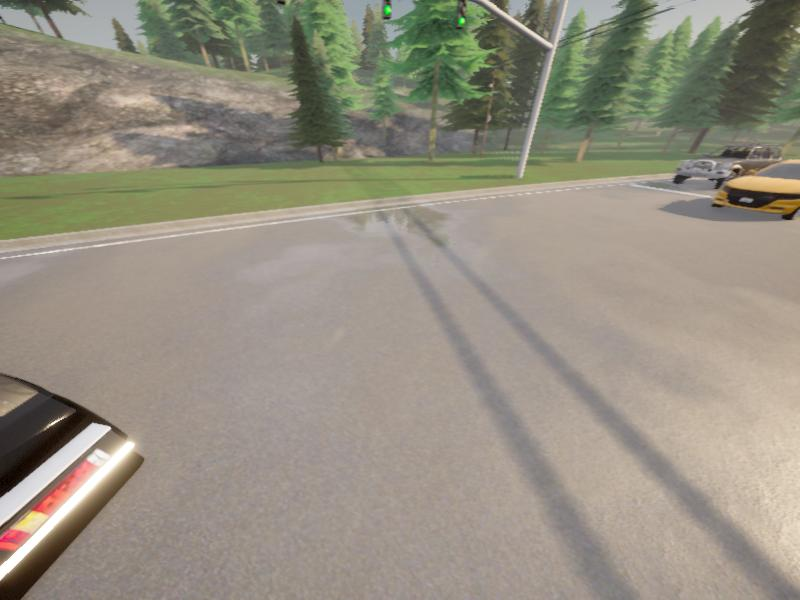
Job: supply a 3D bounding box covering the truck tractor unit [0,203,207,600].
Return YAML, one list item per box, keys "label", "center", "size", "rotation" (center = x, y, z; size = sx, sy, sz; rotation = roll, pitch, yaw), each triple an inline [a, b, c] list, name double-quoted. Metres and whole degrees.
- label: "truck tractor unit"
  center: [-5.355, 0.109, 0.210]
  size: [6.516, 4.208, 3.053]
  rotation: [4, 36, 7]

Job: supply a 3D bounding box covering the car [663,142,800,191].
- label: "car"
  center: [16.476, -6.751, 11.522]
  size: [4.605, 1.855, 1.932]
  rotation: [-10, 36, -14]

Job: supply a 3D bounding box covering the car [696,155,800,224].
- label: "car"
  center: [13.451, -3.903, 7.857]
  size: [5.008, 1.535, 1.882]
  rotation: [-11, 37, -14]
